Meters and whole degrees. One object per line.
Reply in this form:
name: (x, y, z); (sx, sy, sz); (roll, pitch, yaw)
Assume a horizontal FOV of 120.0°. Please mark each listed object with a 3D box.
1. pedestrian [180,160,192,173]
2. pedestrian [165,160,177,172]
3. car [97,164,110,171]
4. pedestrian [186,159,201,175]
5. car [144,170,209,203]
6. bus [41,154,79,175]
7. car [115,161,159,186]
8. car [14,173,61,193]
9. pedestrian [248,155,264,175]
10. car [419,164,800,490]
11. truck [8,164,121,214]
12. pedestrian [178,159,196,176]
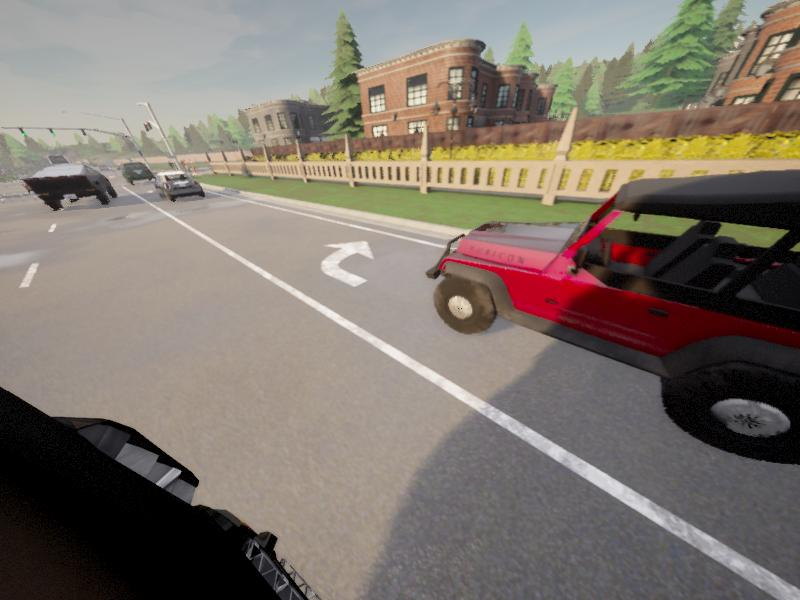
pedestrian: (-35.830, -22.359, 38.668); (0.751, 1.860, 0.751); (27, 44, 37)
pedestrian: (-45.006, -26.369, 45.423); (0.751, 1.860, 0.751); (15, 38, 25)
car: (-87.518, -39.016, 68.159); (3.988, 1.617, 1.851); (23, 42, 34)
pedestrian: (-27.454, -17.723, 30.762); (0.751, 1.860, 0.751); (-24, 39, -28)
car: (-14.362, -7.369, 14.832); (3.806, 1.475, 1.970); (23, 42, 34)
bus: (-91.834, -36.820, 62.741); (10.273, 4.253, 3.944); (23, 42, 34)
car: (-28.810, -13.886, 25.261); (5.566, 2.045, 2.150); (24, 42, 34)
car: (-36.873, -12.005, 23.625); (4.674, 1.442, 1.812); (23, 42, 34)
pedestrian: (-16.274, -15.223, 26.112); (0.751, 1.860, 0.751); (23, 42, 34)
car: (2.338, -0.317, 2.533); (3.866, 1.878, 1.905); (23, 42, 34)
truck: (-20.091, -7.135, 14.378); (2.390, 2.098, 6.274); (-28, 41, -33)
pedestrian: (-27.759, -17.275, 30.113); (0.751, 1.860, 0.751); (15, 38, 25)
